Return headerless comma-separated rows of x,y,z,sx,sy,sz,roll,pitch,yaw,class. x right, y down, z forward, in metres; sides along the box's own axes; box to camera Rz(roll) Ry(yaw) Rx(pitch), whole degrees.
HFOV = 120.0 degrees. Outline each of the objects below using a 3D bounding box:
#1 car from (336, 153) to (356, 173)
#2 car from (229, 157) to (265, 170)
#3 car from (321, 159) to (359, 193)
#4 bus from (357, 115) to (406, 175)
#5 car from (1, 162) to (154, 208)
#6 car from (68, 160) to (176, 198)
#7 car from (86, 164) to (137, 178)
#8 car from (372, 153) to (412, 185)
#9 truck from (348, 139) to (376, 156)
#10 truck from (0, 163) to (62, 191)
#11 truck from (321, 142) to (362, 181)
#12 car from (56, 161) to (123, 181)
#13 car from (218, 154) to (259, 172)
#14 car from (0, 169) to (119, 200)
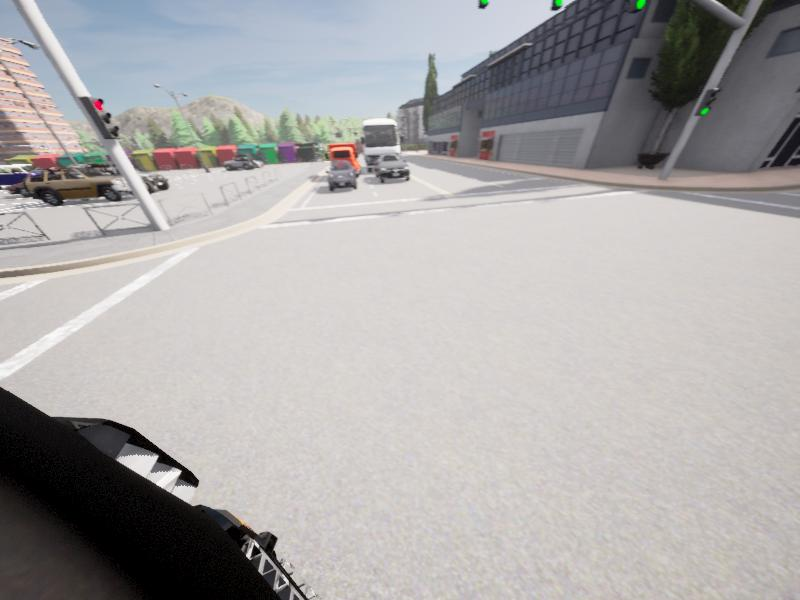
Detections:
-6.014,-15.698,26.291,1.801,1.575,5.366,-7,34,-6,car
-22.538,-20.214,34.170,3.806,1.475,1.970,-8,34,-7,car
-3.677,-7.919,14.590,1.845,1.501,3.633,-8,34,-7,car
-2.271,-16.472,24.758,3.944,4.253,10.273,-7,34,-6,bus
-17.907,-6.636,13.192,4.605,1.855,1.932,-8,34,-7,car
-18.386,-8.210,15.574,3.866,1.878,1.905,-8,34,-7,car
-39.689,-17.823,31.884,3.905,1.438,1.784,-8,34,-7,car
-0.750,-9.997,17.372,2.152,1.651,5.027,-8,34,-8,car
-11.769,-47.069,71.359,8.468,3.827,2.891,20,40,30,truck
-37.667,-12.051,22.599,4.478,2.038,2.069,-8,34,-7,truck
-4.844,-12.006,19.914,2.627,2.467,5.204,-7,34,-6,truck
-39.229,-16.418,29.383,4.605,1.855,1.932,-8,34,-7,car
-22.028,-18.841,31.661,3.866,1.878,1.905,-8,34,-7,car
-25.200,-8.602,17.100,5.357,1.415,2.033,-8,34,-7,car
